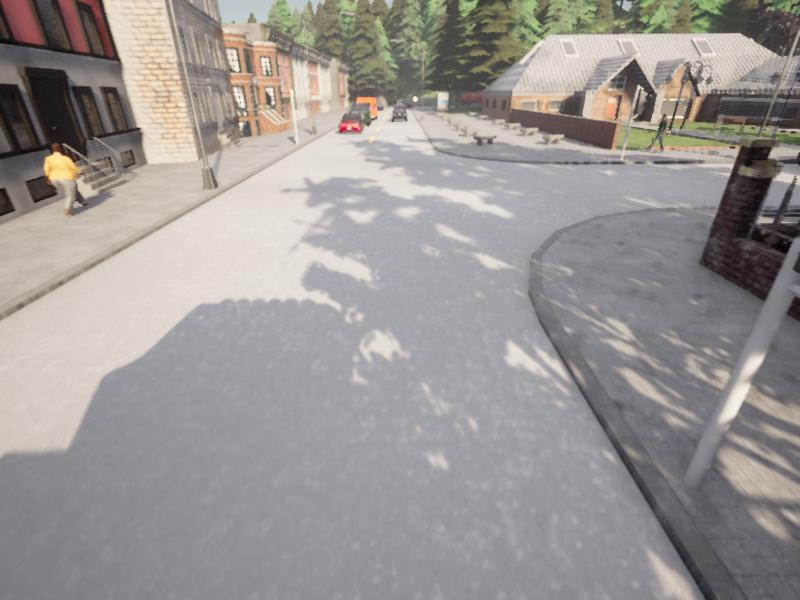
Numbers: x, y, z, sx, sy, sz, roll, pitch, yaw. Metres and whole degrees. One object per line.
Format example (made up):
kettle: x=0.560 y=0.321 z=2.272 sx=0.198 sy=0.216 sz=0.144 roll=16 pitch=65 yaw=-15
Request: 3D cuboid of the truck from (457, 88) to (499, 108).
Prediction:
truck: x=17.150 y=-44.743 z=88.640 sx=8.468 sy=3.827 sz=2.891 roll=0 pitch=27 yaw=0

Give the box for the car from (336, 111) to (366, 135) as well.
car: x=-4.044 y=-14.951 z=33.697 sx=2.007 sy=1.525 sz=4.514 roll=0 pitch=27 yaw=0

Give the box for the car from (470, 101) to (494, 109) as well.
car: x=17.587 y=-41.779 z=85.669 sx=4.718 sy=1.301 sz=1.895 roll=0 pitch=27 yaw=0

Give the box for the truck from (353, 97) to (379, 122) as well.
truck: x=-4.045 y=-23.081 z=48.311 sx=2.627 sy=2.467 sz=5.204 roll=0 pitch=28 yaw=0

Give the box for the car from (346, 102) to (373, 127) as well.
car: x=-4.061 y=-18.964 z=40.851 sx=2.150 sy=2.045 sz=5.566 roll=0 pitch=27 yaw=0

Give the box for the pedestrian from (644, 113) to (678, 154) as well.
pedestrian: x=13.144 y=-8.410 z=20.187 sx=0.751 sy=1.860 sz=0.751 roll=-2 pitch=28 yaw=-3

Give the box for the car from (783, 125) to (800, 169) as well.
car: x=19.130 y=-6.116 z=16.183 sx=4.611 sy=1.667 sz=2.242 roll=0 pitch=27 yaw=1

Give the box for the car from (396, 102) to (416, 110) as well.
car: x=1.208 y=-40.136 z=82.675 sx=1.994 sy=1.385 sz=4.181 roll=19 pitch=33 yaw=33

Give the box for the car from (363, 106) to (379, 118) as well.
car: x=-4.021 y=-26.238 z=55.656 sx=1.895 sy=1.301 sz=4.718 roll=-1 pitch=27 yaw=0

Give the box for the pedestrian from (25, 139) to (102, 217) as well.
pedestrian: x=-8.807 y=-3.211 z=10.552 sx=0.751 sy=1.860 sz=0.751 roll=0 pitch=27 yaw=1

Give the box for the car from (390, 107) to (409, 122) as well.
car: x=-0.042 y=-21.985 z=47.307 sx=2.033 sy=1.411 sz=5.357 roll=0 pitch=27 yaw=0

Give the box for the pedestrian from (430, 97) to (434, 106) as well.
pedestrian: x=7.305 y=-45.322 z=91.292 sx=0.751 sy=1.860 sz=0.751 roll=-4 pitch=28 yaw=-6
